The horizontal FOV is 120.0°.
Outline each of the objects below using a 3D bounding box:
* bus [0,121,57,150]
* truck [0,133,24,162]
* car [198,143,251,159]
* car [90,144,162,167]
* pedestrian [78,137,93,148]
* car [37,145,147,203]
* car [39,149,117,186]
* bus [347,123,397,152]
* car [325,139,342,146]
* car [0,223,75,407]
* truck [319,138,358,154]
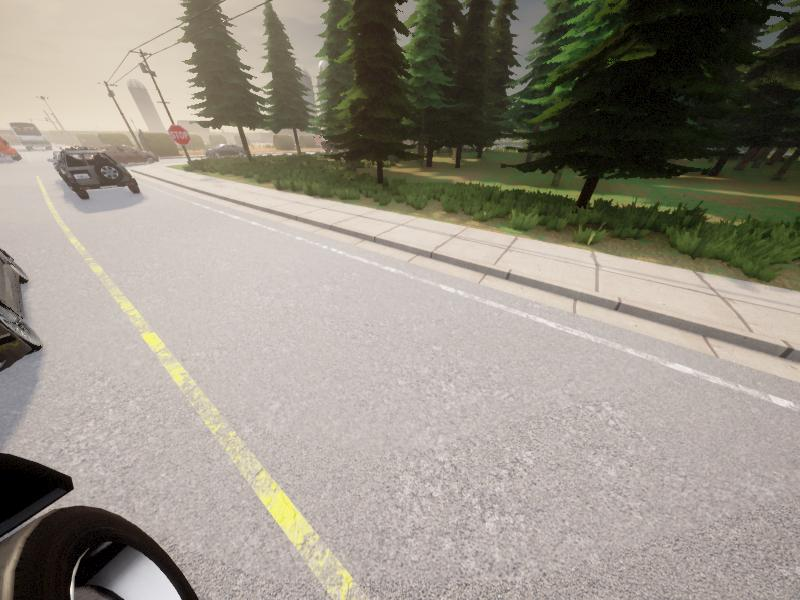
[{"bbox_3d":[-72.218,-31.899,45.001,10.273,4.253,3.944,23,41,29],"label":"bus"},{"bbox_3d":[-43.370,-16.267,24.563,5.204,2.467,2.627,23,41,29],"label":"truck"},{"bbox_3d":[-22.854,-19.545,30.252,2.128,1.511,4.902,21,40,27],"label":"car"},{"bbox_3d":[-25.699,-13.684,21.814,1.851,1.617,3.988,29,44,34],"label":"car"},{"bbox_3d":[-65.761,-32.918,48.274,0.751,1.860,0.751,-4,35,-7],"label":"pedestrian"},{"bbox_3d":[-14.103,-5.923,10.586,4.605,1.855,1.932,23,41,29],"label":"car"},{"bbox_3d":[-19.329,-8.058,13.888,4.514,1.525,2.007,25,42,31],"label":"car"},{"bbox_3d":[-5.182,-32.252,46.047,3.944,4.253,10.273,21,40,27],"label":"bus"},{"bbox_3d":[-20.743,-49.150,72.031,4.553,1.767,2.097,21,40,26],"label":"car"},{"bbox_3d":[-6.390,-0.083,2.692,4.902,1.511,2.128,22,41,28],"label":"car"},{"bbox_3d":[-10.482,-26.729,40.034,2.390,2.098,6.274,21,40,27],"label":"truck"}]
